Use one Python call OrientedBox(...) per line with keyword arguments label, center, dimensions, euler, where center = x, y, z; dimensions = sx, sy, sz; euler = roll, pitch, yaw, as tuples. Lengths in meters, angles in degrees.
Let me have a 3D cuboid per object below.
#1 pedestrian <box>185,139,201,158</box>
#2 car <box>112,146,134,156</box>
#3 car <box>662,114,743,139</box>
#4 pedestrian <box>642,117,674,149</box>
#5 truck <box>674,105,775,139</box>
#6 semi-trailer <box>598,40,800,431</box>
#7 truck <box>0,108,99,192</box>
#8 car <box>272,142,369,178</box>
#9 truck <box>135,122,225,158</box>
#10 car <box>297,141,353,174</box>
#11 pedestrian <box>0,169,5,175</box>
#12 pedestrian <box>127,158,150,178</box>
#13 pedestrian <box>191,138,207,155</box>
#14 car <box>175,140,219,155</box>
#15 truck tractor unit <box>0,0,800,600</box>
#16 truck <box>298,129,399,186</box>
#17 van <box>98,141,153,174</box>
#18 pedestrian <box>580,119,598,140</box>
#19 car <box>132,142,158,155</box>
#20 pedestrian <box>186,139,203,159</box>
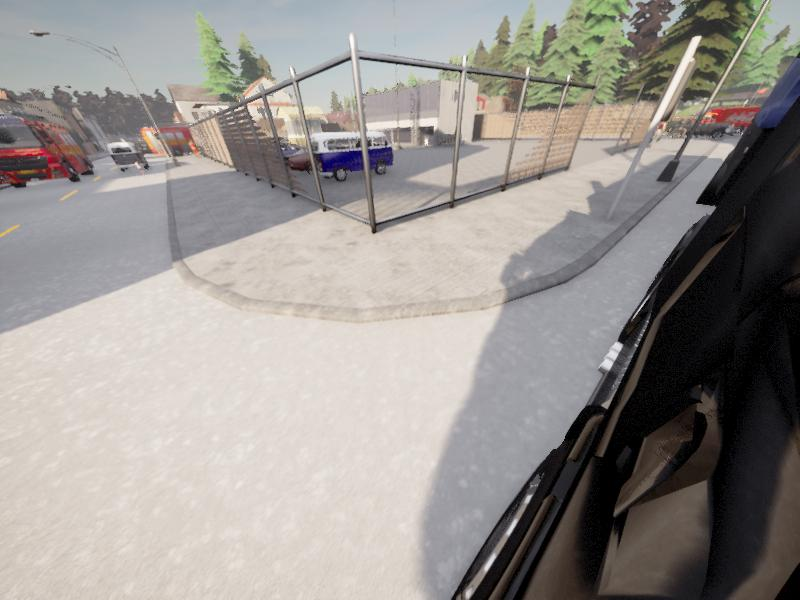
OrientedBox(label="pedestrian", center=(-25.044, -18.343, 27.960), dimensions=(0.751, 1.860, 0.751), euler=(-27, 43, -29))
OrientedBox(label="car", center=(-54.097, -29.208, 45.194), dimensions=(1.837, 1.490, 4.892), euler=(-28, 44, -30))
OrientedBox(label="car", center=(30.649, -17.658, 23.663), dimensions=(1.932, 1.855, 4.605), euler=(-32, 45, -32))
OrientedBox(label="pedestrian", center=(19.203, -12.449, 17.238), dimensions=(0.751, 1.860, 0.751), euler=(-28, 44, -30))
OrientedBox(label="truck", center=(34.425, -19.153, 24.907), dimensions=(5.204, 2.467, 2.627), euler=(11, 41, 19))
OrientedBox(label="semi-trailer", center=(8.691, -3.615, 4.226), dimensions=(14.254, 4.402, 2.717), euler=(-28, 44, -30))
OrientedBox(label="truck", center=(-25.021, -10.347, 15.870), dimensions=(2.891, 3.827, 8.468), euler=(-28, 44, -30))
OrientedBox(label="car", center=(-4.892, -9.164, 14.895), dimensions=(5.357, 1.415, 2.033), euler=(-28, 44, -30))
OrientedBox(label="truck", center=(-31.468, -23.495, 33.818), dimensions=(2.891, 3.827, 8.468), euler=(13, 39, 19))
OrientedBox(label="car", center=(-4.918, -9.386, 15.074), dimensions=(1.789, 1.547, 3.705), euler=(-28, 44, -30))
OrientedBox(label="pedestrian", center=(-36.457, -12.019, 20.259), dimensions=(0.751, 1.860, 0.751), euler=(-26, 43, -28))
OrientedBox(label="pedestrian", center=(-18.471, -9.319, 16.308), dimensions=(0.500, 1.100, 0.500), euler=(17, 41, 24))
OrientedBox(label="pedestrian", center=(-27.485, -20.939, 31.580), dimensions=(0.751, 1.860, 0.751), euler=(25, 45, 31))
OrientedBox(label="car", center=(-33.259, -25.154, 37.984), dimensions=(5.027, 1.651, 2.152), euler=(-28, 43, -29))
OrientedBox(label="truck tractor unit", center=(2.645, -0.295, 0.351), dimensions=(6.516, 4.208, 3.053), euler=(-28, 44, -30))
OrientedBox(label="truck", center=(-2.487, -7.604, 12.140), dimensions=(4.478, 2.038, 2.069), euler=(-28, 44, -30))
OrientedBox(label="van", center=(-23.920, -12.647, 20.353), dimensions=(2.069, 2.038, 4.480), euler=(-28, 44, -30))
OrientedBox(label="pedestrian", center=(21.298, -19.166, 26.061), dimensions=(0.751, 1.860, 0.751), euler=(-28, 44, -30))
OrientedBox(label="car", center=(-44.972, -26.769, 40.851), dimensions=(2.242, 1.667, 4.611), euler=(-27, 43, -29))
OrientedBox(label="pedestrian", center=(-24.022, -17.675, 27.004), dimensions=(0.751, 1.860, 0.751), euler=(-28, 44, -30))
